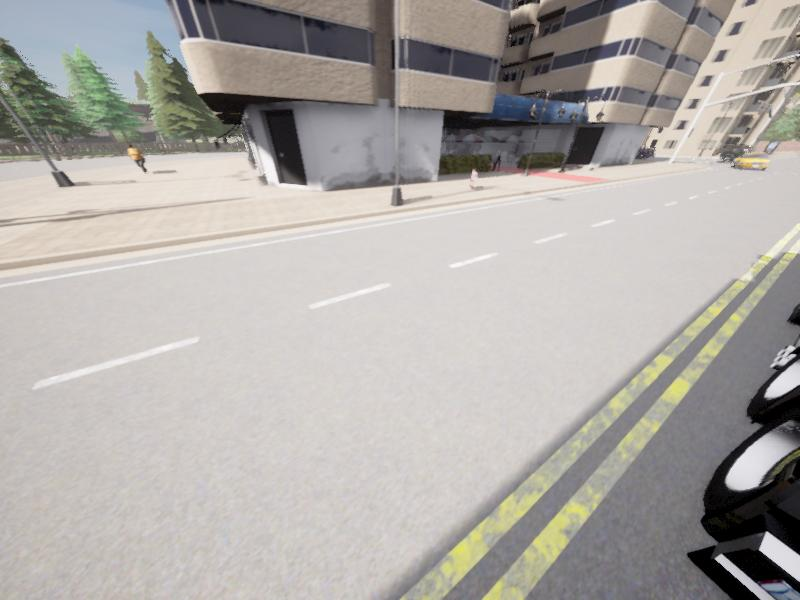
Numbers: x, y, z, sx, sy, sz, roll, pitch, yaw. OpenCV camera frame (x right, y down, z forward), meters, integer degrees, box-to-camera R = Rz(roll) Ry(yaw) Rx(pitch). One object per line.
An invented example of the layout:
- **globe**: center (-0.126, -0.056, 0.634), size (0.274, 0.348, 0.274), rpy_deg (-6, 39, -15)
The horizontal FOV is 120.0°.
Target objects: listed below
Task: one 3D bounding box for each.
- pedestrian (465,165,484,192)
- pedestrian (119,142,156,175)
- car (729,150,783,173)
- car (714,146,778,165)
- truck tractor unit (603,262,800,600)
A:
- **pedestrian**: center (3.651, -5.977, 11.384), size (0.500, 1.100, 0.500), rpy_deg (-17, 39, -24)
- **pedestrian**: center (-17.417, -9.412, 15.381), size (0.751, 1.860, 0.751), rpy_deg (-15, 38, -21)
- **car**: center (34.885, -13.767, 22.804), size (5.366, 1.575, 1.801), rpy_deg (-29, 44, -36)
- **car**: center (43.275, -18.221, 29.033), size (1.905, 1.878, 3.866), rpy_deg (-18, 39, -25)
- **truck tractor unit**: center (5.109, -0.300, 0.796), size (6.516, 4.208, 3.053), rpy_deg (-18, 39, -24)
